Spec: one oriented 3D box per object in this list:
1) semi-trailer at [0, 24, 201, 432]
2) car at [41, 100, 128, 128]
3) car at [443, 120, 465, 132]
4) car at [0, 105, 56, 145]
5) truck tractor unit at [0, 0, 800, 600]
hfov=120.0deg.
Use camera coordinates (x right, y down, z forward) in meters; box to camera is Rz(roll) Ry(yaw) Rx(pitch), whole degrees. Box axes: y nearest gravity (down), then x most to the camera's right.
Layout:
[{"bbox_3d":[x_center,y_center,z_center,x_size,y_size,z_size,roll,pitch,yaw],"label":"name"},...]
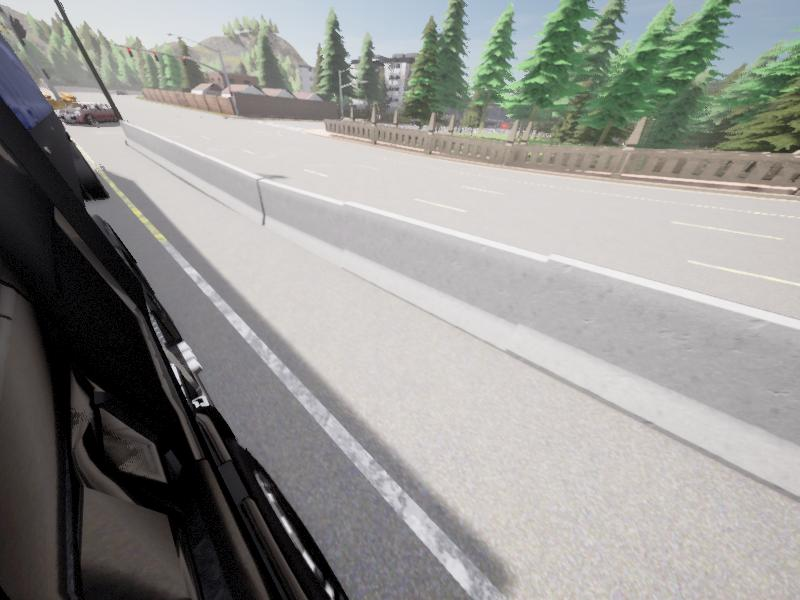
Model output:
[{"bbox_3d":[-8.589,-3.732,4.248,14.254,4.402,2.717,30,45,30],"label":"semi-trailer"},{"bbox_3d":[-25.453,-15.240,18.922,1.970,1.475,3.806,1,39,-5],"label":"car"},{"bbox_3d":[12.945,-41.420,55.080,2.150,2.045,5.566,32,46,28],"label":"car"},{"bbox_3d":[-21.043,-9.552,12.550,4.181,1.385,1.994,30,45,27],"label":"car"},{"bbox_3d":[-2.645,-0.295,0.351,6.516,4.208,3.053,28,44,30],"label":"truck tractor unit"}]
